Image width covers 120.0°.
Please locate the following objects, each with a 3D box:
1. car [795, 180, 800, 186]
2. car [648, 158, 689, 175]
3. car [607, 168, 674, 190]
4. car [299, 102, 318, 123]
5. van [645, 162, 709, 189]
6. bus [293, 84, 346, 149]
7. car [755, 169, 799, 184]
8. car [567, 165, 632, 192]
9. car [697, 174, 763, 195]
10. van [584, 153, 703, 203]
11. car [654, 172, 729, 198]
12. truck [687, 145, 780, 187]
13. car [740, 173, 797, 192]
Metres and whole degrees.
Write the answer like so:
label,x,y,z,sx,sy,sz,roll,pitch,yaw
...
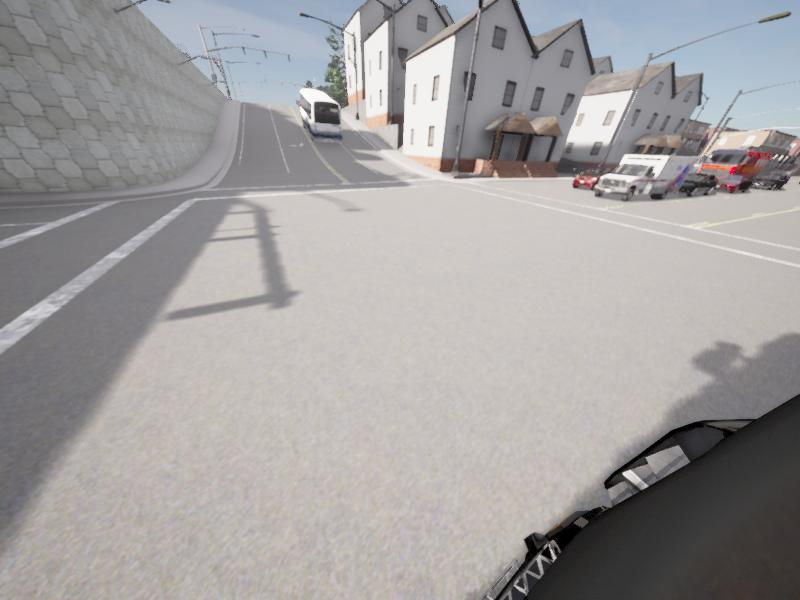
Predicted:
label,x,y,z,sx,sy,sz,roll,pitch,yaw
car,58.549,-16.940,32.101,5.566,2.045,2.150,-12,36,-21
car,53.666,-26.735,46.263,2.033,1.411,5.357,-13,50,-22
car,21.614,-10.934,20.793,4.902,1.511,2.128,-12,36,-21
car,-14.283,-29.216,35.924,1.801,1.575,5.366,-12,49,-22
van,27.487,-12.409,22.977,4.480,2.038,2.069,-12,36,-21
bus,-10.029,-22.744,28.481,3.944,4.253,10.273,-12,50,-22
car,56.210,-18.445,34.452,4.553,1.767,2.097,-12,36,-21
car,15.963,-9.772,18.534,3.988,1.617,1.851,-12,36,-21
car,29.657,-10.476,20.807,4.181,1.385,1.994,-11,36,-20
van,15.737,-7.955,15.009,6.366,2.431,2.351,-12,36,-21
car,22.744,-9.063,18.047,4.892,1.490,1.837,-12,36,-21
truck,38.818,-15.572,26.975,8.468,3.827,2.891,-12,36,-21
car,39.139,-12.564,24.546,4.892,1.490,1.837,-12,36,-20
